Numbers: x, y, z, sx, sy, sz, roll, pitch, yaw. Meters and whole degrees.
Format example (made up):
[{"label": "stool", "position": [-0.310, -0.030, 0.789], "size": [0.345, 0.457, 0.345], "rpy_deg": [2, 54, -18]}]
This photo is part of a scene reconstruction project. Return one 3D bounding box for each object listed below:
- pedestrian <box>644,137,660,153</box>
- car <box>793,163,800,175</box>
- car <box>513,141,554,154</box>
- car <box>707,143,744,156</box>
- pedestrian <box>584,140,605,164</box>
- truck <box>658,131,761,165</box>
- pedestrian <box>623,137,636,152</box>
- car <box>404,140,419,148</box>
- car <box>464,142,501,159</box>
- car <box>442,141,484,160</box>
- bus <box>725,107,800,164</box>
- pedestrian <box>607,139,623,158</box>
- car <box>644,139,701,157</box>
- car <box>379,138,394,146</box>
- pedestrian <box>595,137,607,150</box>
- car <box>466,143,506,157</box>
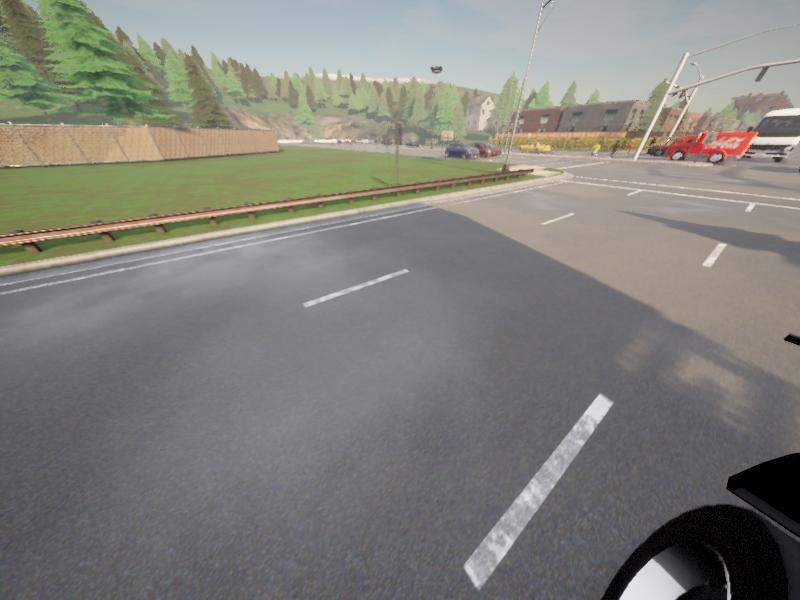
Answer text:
[{"label": "pedestrian", "position": [35.829, -22.080, 32.894], "size": [0.751, 1.860, 0.751], "rpy_deg": [-26, 43, -31]}, {"label": "car", "position": [29.557, -9.536, 15.841], "size": [4.902, 1.511, 2.128], "rpy_deg": [-22, 41, -28]}, {"label": "car", "position": [21.766, -25.090, 37.883], "size": [1.801, 1.575, 5.366], "rpy_deg": [-22, 40, -27]}, {"label": "car", "position": [43.916, -20.361, 31.174], "size": [4.181, 1.385, 1.994], "rpy_deg": [-21, 40, -26]}, {"label": "pedestrian", "position": [18.599, -14.131, 22.103], "size": [0.751, 1.860, 0.751], "rpy_deg": [-24, 42, -30]}, {"label": "truck", "position": [30.019, -14.969, 22.697], "size": [2.627, 2.467, 5.204], "rpy_deg": [-22, 40, -27]}, {"label": "pedestrian", "position": [35.971, -24.390, 36.219], "size": [0.751, 1.860, 0.751], "rpy_deg": [29, 44, 35]}, {"label": "car", "position": [3.002, -40.768, 60.348], "size": [1.970, 1.475, 3.806], "rpy_deg": [-22, 41, -27]}, {"label": "car", "position": [10.468, -19.256, 29.696], "size": [1.851, 1.617, 3.988], "rpy_deg": [-22, 41, -27]}, {"label": "car", "position": [7.515, -18.238, 28.117], "size": [2.097, 1.767, 4.553], "rpy_deg": [-22, 40, -27]}, {"label": "bus", "position": [39.482, -17.091, 24.081], "size": [10.273, 4.253, 3.944], "rpy_deg": [-22, 41, -28]}, {"label": "pedestrian", "position": [26.307, -18.529, 28.265], "size": [0.751, 1.860, 0.751], "rpy_deg": [25, 42, 31]}, {"label": "car", "position": [34.678, -19.503, 29.589], "size": [3.866, 1.878, 1.905], "rpy_deg": [10, 37, 14]}, {"label": "car", "position": [-4.208, -50.585, 73.825], "size": [2.150, 2.045, 5.566], "rpy_deg": [-22, 40, -27]}, {"label": "pedestrian", "position": [34.951, -27.140, 40.123], "size": [0.751, 1.860, 0.751], "rpy_deg": [-22, 40, -27]}, {"label": "car", "position": [12.098, -21.413, 32.846], "size": [2.163, 1.488, 4.792], "rpy_deg": [-22, 40, -27]}]
